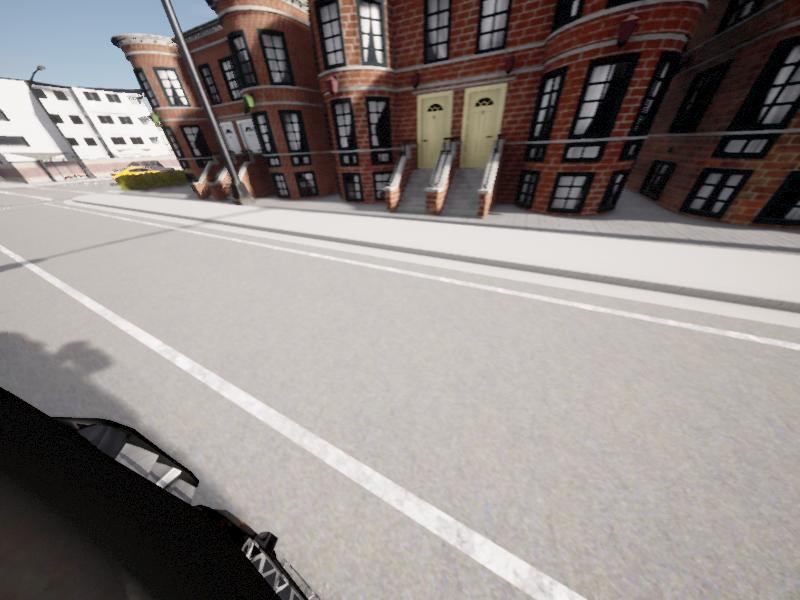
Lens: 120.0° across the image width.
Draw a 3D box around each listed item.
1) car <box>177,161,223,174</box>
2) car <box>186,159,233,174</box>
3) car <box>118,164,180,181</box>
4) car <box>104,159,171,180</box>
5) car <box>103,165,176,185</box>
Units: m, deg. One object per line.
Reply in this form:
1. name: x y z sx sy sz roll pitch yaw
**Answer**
1. car: -33.100 -22.192 38.520 2.033 1.411 5.357 15 38 25
2. car: -30.169 -21.314 36.752 1.930 1.638 5.238 15 38 25
3. car: -33.841 -17.381 31.369 2.033 1.411 5.357 15 37 24
4. car: -36.883 -18.513 32.715 2.150 2.045 5.566 15 37 24
5. car: -29.156 -14.205 26.115 1.882 1.535 5.008 14 38 24
